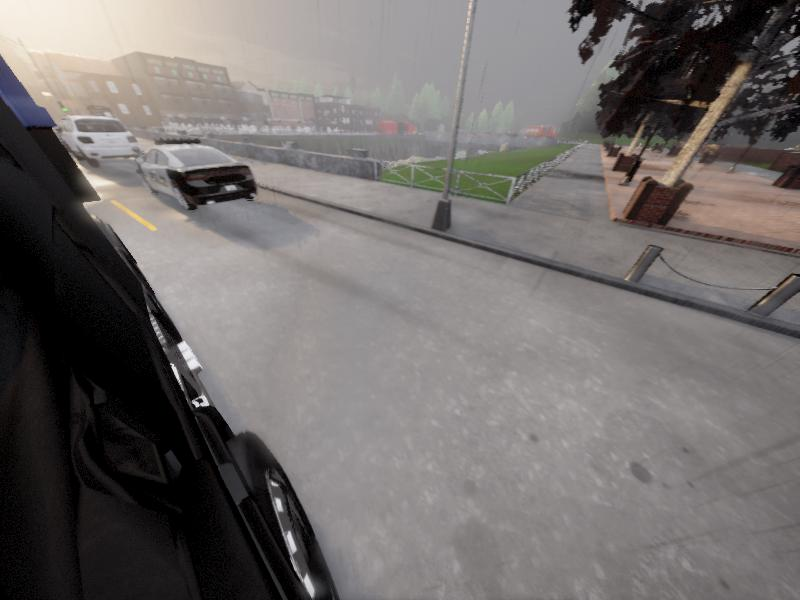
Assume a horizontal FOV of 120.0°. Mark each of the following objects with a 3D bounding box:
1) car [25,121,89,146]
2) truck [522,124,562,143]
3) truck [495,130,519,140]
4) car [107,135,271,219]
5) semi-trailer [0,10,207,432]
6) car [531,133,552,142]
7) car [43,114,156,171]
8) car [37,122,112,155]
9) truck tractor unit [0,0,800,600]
[{"bbox_3d":[-28.609,-13.887,19.256,5.357,1.411,2.033,24,42,26],"label":"car"},{"bbox_3d":[40.284,-47.416,65.672,8.468,3.827,2.891,24,42,26],"label":"truck"},{"bbox_3d":[34.068,-52.449,73.434,6.274,2.098,2.390,24,42,26],"label":"truck"},{"bbox_3d":[-6.809,-4.208,7.452,5.238,1.638,1.930,24,42,26],"label":"car"},{"bbox_3d":[-9.011,-3.367,3.901,14.254,4.402,2.717,24,42,26],"label":"semi-trailer"},{"bbox_3d":[42.260,-48.676,69.083,4.605,1.855,1.932,24,42,26],"label":"car"},{"bbox_3d":[-15.832,-8.419,12.187,5.566,2.045,2.150,24,42,26],"label":"car"},{"bbox_3d":[-22.198,-11.066,15.769,4.514,1.525,2.007,24,42,26],"label":"car"},{"bbox_3d":[-2.645,-0.295,0.351,6.516,4.208,3.053,28,44,30],"label":"truck tractor unit"}]
